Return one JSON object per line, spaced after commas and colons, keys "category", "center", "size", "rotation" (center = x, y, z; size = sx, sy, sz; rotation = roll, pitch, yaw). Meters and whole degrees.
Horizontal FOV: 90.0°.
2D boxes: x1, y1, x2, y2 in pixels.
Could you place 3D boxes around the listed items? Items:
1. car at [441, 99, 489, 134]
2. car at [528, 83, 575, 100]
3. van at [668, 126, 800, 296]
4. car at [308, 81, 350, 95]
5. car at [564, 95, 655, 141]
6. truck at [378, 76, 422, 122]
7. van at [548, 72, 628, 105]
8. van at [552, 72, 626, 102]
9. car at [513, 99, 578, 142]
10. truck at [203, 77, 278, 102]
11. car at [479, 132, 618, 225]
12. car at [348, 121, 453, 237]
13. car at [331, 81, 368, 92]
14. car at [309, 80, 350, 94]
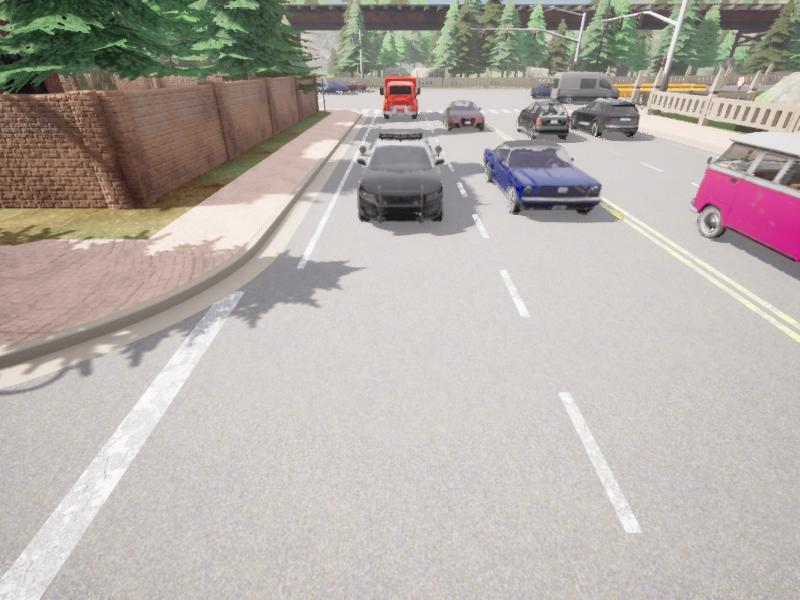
{"category": "car", "center": [3.522, -10.350, 22.379], "size": [1.994, 1.385, 4.181], "rotation": [0, 30, 0]}
{"category": "car", "center": [16.147, -22.304, 42.746], "size": [4.193, 1.474, 1.816], "rotation": [0, 30, 0]}
{"category": "van", "center": [7.017, -1.561, 6.722], "size": [1.775, 1.987, 4.442], "rotation": [0, 30, 0]}
{"category": "car", "center": [-8.592, -25.867, 48.868], "size": [4.674, 1.442, 1.812], "rotation": [0, 30, 0]}
{"category": "car", "center": [10.522, -9.481, 20.636], "size": [2.033, 1.649, 4.856], "rotation": [0, 30, 0]}
{"category": "truck", "center": [0.025, -13.594, 26.855], "size": [2.627, 2.467, 5.204], "rotation": [0, 30, 0]}
{"category": "van", "center": [16.954, -19.228, 36.425], "size": [5.915, 2.561, 1.988], "rotation": [0, 30, 0]}
{"category": "van", "center": [18.473, -20.989, 39.440], "size": [5.915, 2.561, 1.988], "rotation": [0, 30, 0]}
{"category": "car", "center": [7.023, -8.943, 19.793], "size": [1.789, 1.549, 3.705], "rotation": [0, 31, 0]}
{"category": "truck", "center": [-15.678, -20.893, 39.697], "size": [6.274, 2.098, 2.390], "rotation": [0, 30, 0]}
{"category": "car", "center": [3.512, -3.407, 10.565], "size": [1.895, 1.301, 4.718], "rotation": [0, 30, 0]}
{"category": "car", "center": [0.015, -3.303, 10.042], "size": [1.930, 1.638, 5.238], "rotation": [0, 30, 0]}
{"category": "car", "center": [-6.867, -29.347, 54.975], "size": [4.718, 1.301, 1.895], "rotation": [0, 30, 0]}
{"category": "car", "center": [-9.074, -27.672, 51.913], "size": [4.892, 1.490, 1.837], "rotation": [1, 30, 0]}
